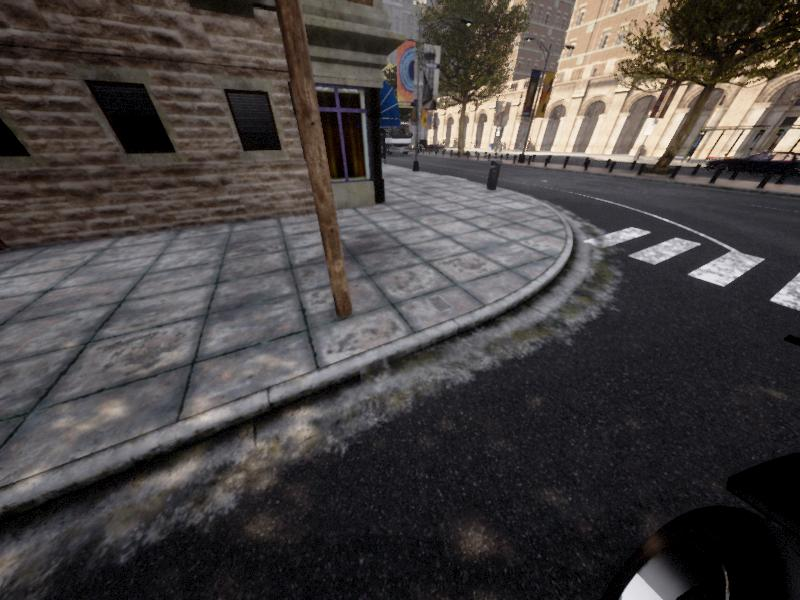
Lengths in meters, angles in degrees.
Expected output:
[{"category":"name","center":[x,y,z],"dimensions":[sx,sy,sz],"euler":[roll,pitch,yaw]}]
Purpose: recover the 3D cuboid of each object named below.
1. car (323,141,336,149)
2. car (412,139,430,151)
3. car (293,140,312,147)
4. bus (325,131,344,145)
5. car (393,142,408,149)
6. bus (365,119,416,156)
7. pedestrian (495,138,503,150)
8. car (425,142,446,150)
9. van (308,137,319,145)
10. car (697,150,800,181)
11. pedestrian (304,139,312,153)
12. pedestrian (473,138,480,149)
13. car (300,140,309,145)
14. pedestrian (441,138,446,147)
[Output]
[{"category":"car","center":[-17.344,-37.986,56.571],"dimensions":[2.007,1.525,4.514],"euler":[-15,38,-19]},{"category":"car","center":[4.260,-32.473,48.303],"dimensions":[1.905,1.878,3.866],"euler":[-16,38,-21]},{"category":"car","center":[-29.806,-47.957,70.665],"dimensions":[4.611,1.667,2.242],"euler":[-17,38,-22]},{"category":"bus","center":[-25.272,-62.482,88.999],"dimensions":[3.944,4.253,10.273],"euler":[-16,38,-21]},{"category":"car","center":[0.061,-37.048,55.272],"dimensions":[1.994,1.385,4.181],"euler":[-16,38,-21]},{"category":"bus","center":[-1.763,-25.701,36.686],"dimensions":[3.944,4.253,10.273],"euler":[-16,38,-21]},{"category":"pedestrian","center":[19.609,-31.006,45.850],"dimensions":[0.751,1.860,0.751],"euler":[-16,38,-22]},{"category":"car","center":[7.474,-32.727,49.153],"dimensions":[1.895,1.301,4.718],"euler":[-16,38,-22]},{"category":"van","center":[-32.847,-60.290,87.518],"dimensions":[2.351,2.431,6.366],"euler":[-16,38,-21]},{"category":"car","center":[24.569,-9.104,15.465],"dimensions":[2.033,1.411,5.357],"euler":[-16,38,-21]},{"category":"pedestrian","center":[-14.989,-24.995,37.535],"dimensions":[0.751,1.860,0.751],"euler":[-17,38,-22]},{"category":"pedestrian","center":[15.594,-31.873,47.104],"dimensions":[0.751,1.860,0.751],"euler":[-9,36,-12]},{"category":"car","center":[-35.763,-58.715,86.199],"dimensions":[2.033,1.411,5.357],"euler":[-16,38,-21]},{"category":"pedestrian","center":[10.877,-39.016,57.265],"dimensions":[0.751,1.860,0.751],"euler":[-16,38,-22]}]
